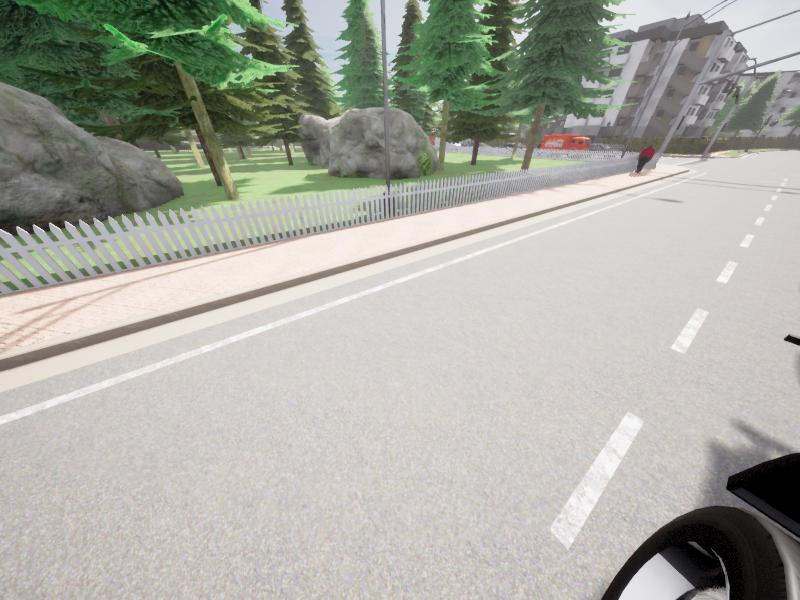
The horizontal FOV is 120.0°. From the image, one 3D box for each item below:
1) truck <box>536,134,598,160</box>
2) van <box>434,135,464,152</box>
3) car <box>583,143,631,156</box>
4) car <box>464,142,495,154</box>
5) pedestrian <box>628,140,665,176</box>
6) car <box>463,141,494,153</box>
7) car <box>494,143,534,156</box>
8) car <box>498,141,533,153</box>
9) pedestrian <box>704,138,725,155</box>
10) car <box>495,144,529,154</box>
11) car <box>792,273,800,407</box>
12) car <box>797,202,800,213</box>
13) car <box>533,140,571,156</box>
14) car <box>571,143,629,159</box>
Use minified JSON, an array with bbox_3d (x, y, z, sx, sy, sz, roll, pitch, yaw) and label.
[{"bbox_3d":[20.907,-19.419,29.210,2.627,2.467,5.204,-21,40,-26],"label":"truck"},{"bbox_3d":[9.162,-29.822,44.018,1.988,2.561,5.915,-21,40,-26],"label":"van"},{"bbox_3d":[30.042,-22.024,33.736,1.812,1.442,4.674,-21,40,-26],"label":"car"},{"bbox_3d":[13.333,-25.714,39.057,1.837,1.490,4.892,-21,40,-26],"label":"car"},{"bbox_3d":[15.729,-9.087,14.796,0.751,1.860,0.751,-21,40,-26],"label":"pedestrian"},{"bbox_3d":[14.426,-28.502,42.900,2.152,1.651,5.027,-21,40,-26],"label":"car"},{"bbox_3d":[16.903,-22.558,34.547,1.837,1.490,4.892,-21,40,-26],"label":"car"},{"bbox_3d":[20.248,-27.036,40.819,1.801,1.575,5.366,-21,41,-26],"label":"car"},{"bbox_3d":[41.822,-20.457,30.755,0.751,1.860,0.751,-19,39,-24],"label":"pedestrian"},{"bbox_3d":[18.352,-24.899,38.036,1.895,1.301,4.718,-21,40,-26],"label":"car"},{"bbox_3d":[6.751,-0.044,2.569,5.366,1.575,1.801,-22,40,-28],"label":"car"},{"bbox_3d":[16.709,-3.966,8.145,4.792,1.488,2.163,-22,40,-27],"label":"car"},{"bbox_3d":[21.873,-22.027,33.411,1.905,1.878,3.866,-21,40,-26],"label":"car"},{"bbox_3d":[25.182,-18.950,29.346,2.128,1.511,4.902,-21,40,-26],"label":"car"}]
